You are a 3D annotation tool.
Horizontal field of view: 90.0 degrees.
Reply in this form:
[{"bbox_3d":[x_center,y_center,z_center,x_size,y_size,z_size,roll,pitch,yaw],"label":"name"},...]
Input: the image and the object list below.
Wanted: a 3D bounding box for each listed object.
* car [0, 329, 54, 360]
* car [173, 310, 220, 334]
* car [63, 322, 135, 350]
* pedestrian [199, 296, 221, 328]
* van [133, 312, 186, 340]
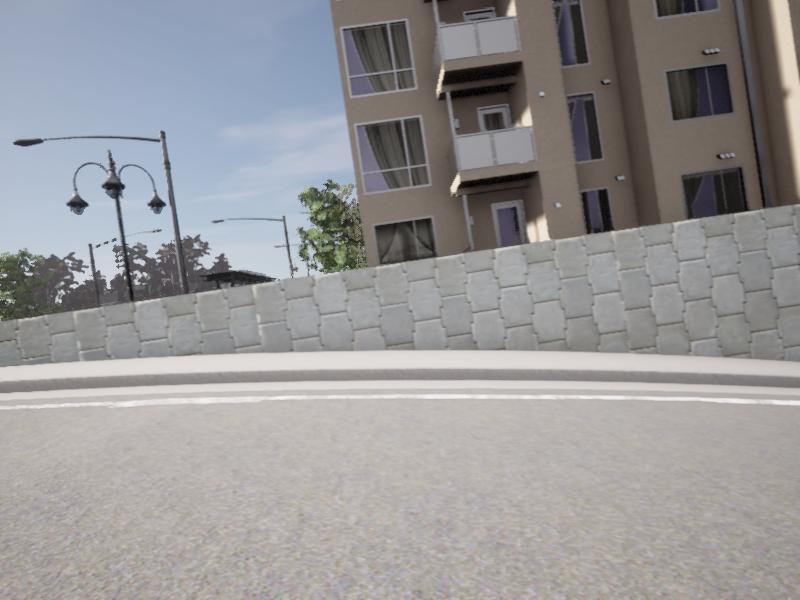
[{"bbox_3d":[-23.179,2.743,23.481,1.816,1.474,4.193,-8,0,1],"label":"car"},{"bbox_3d":[-22.917,2.416,45.275,2.150,2.045,5.566,-8,0,1],"label":"car"},{"bbox_3d":[-23.079,2.702,30.942,2.007,1.525,4.514,-8,0,1],"label":"car"},{"bbox_3d":[-11.918,0.729,25.084,0.751,1.860,0.751,-8,0,7],"label":"pedestrian"},{"bbox_3d":[-23.009,2.433,38.546,2.069,2.038,4.480,-8,0,1],"label":"van"}]
